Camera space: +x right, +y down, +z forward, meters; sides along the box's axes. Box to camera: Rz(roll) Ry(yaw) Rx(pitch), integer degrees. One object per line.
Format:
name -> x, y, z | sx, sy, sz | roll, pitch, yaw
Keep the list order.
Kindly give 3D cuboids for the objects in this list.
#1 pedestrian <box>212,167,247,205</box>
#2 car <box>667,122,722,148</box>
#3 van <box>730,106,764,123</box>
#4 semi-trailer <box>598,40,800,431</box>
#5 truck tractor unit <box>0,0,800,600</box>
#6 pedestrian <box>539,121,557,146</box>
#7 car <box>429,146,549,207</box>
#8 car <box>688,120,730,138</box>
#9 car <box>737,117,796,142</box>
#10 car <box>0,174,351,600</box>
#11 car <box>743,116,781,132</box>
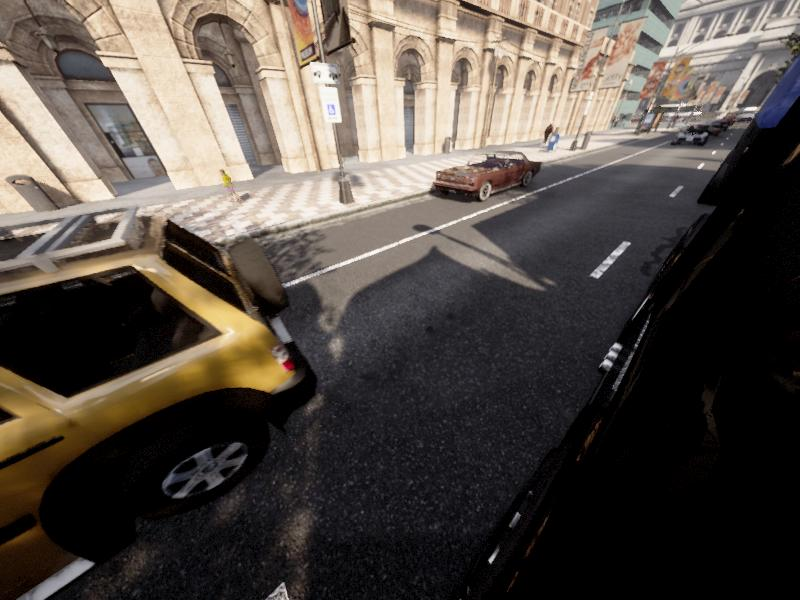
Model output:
pedestrian -> -6.017, -4.039, 8.214 | 0.500, 1.100, 0.500 | -12, 38, -12
car -> 23.600, -13.258, 18.536 | 3.806, 1.475, 1.970 | -28, 44, -30
van -> 73.836, -39.518, 49.340 | 1.988, 2.561, 5.915 | 23, 44, 30
semi-trailer -> 8.691, -3.618, 4.222 | 14.254, 4.402, 2.717 | -28, 44, -30
truck tractor unit -> 2.645, -0.295, 0.351 | 6.516, 4.208, 3.053 | -28, 44, -30
pedestrian -> 13.969, -15.735, 21.851 | 0.751, 1.860, 0.751 | -32, 46, -33
car -> 3.461, -4.924, 8.896 | 4.718, 1.301, 1.895 | -28, 44, -30
car -> 32.934, -18.209, 24.610 | 4.181, 1.385, 1.994 | -28, 44, -30
car -> 31.575, -14.800, 20.026 | 4.974, 1.542, 2.038 | -28, 44, -30
car -> -2.898, 0.840, 1.155 | 4.605, 1.855, 1.932 | -28, 44, -29
car -> 45.911, -22.395, 29.314 | 5.357, 1.411, 2.033 | -28, 44, -29
